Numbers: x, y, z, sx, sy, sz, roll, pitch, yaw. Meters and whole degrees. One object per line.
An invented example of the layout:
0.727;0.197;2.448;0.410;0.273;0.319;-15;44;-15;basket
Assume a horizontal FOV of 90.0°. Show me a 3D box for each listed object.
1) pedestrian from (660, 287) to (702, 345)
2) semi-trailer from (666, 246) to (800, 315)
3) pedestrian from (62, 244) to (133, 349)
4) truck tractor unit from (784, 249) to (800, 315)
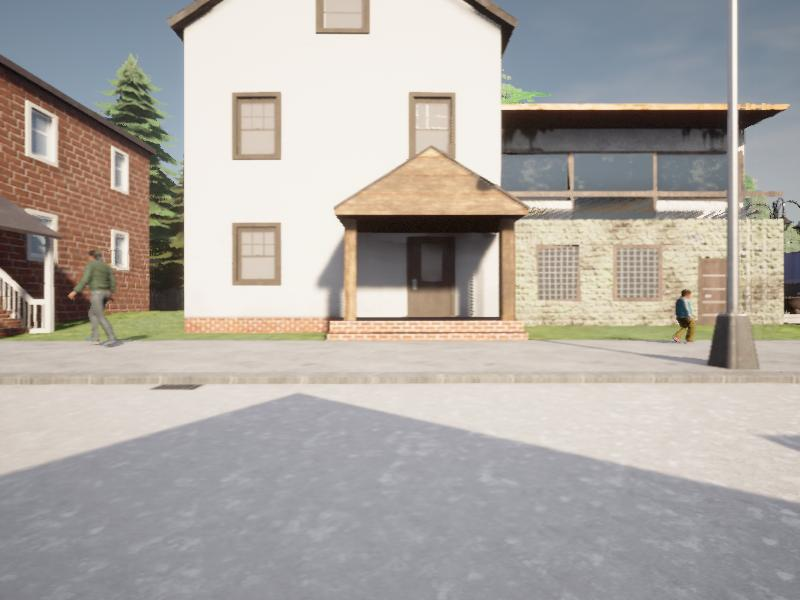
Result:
5.576;0.307;7.957;0.500;1.100;0.500;0;0;0;pedestrian
26.867;-1.247;31.113;2.717;4.402;14.254;0;0;-1;semi-trailer
-5.682;-0.060;7.548;0.751;1.860;0.751;0;0;8;pedestrian
26.961;-1.143;23.200;3.053;4.208;6.516;0;0;-1;truck tractor unit
